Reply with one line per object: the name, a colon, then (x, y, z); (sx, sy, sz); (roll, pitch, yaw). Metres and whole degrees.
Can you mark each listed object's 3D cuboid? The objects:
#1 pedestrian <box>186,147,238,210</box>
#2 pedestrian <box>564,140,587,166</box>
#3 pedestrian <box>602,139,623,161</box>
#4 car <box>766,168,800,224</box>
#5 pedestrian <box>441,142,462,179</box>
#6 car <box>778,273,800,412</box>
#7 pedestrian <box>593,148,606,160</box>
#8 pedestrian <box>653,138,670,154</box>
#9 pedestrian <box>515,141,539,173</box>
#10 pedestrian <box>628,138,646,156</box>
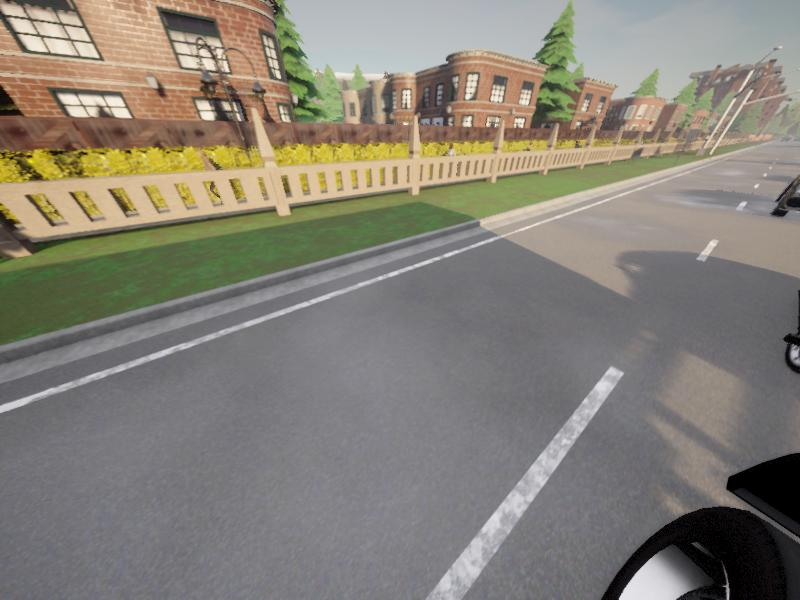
pedestrian: (-6.589, -4.294, 8.167); (0.751, 1.860, 0.751); (-23, 41, -29)
pedestrian: (15.123, -12.712, 19.942); (0.751, 1.860, 0.751); (-21, 40, -27)
pedestrian: (21.815, -15.450, 23.771); (0.751, 1.860, 0.751); (-23, 41, -28)
car: (14.772, -3.698, 7.630); (5.027, 1.651, 2.152); (-23, 41, -28)
pedestrian: (3.102, -8.510, 14.078); (0.751, 1.860, 0.751); (-21, 40, -27)
car: (6.236, 0.246, 2.340); (4.181, 1.385, 1.994); (-22, 38, -28)
pedestrian: (21.365, -15.674, 24.756); (0.500, 1.100, 0.500); (-15, 38, -20)
pedestrian: (36.747, -21.701, 32.520); (0.751, 1.860, 0.751); (-23, 41, -29)
pedestrian: (8.982, -10.151, 16.357); (0.751, 1.860, 0.751); (-22, 41, -28)
pedestrian: (30.180, -19.455, 29.389); (0.751, 1.860, 0.751); (-22, 41, -28)
